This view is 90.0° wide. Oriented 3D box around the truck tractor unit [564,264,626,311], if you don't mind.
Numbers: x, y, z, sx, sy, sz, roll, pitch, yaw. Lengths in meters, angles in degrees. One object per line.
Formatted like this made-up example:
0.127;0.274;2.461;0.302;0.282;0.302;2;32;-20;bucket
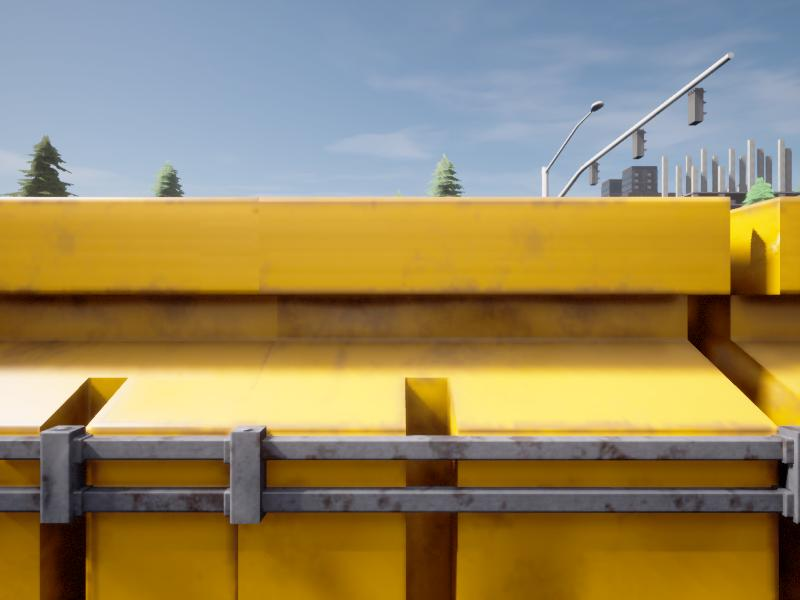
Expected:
18.799;-1.119;39.151;3.053;4.208;6.516;0;0;2;truck tractor unit

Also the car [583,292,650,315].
14.937;0.233;27.992;2.128;1.511;4.902;0;0;2;car

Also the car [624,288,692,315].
18.474;0.091;28.975;2.097;1.767;4.553;0;0;2;car

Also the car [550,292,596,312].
15.170;0.168;35.364;1.930;1.638;5.238;0;0;2;car

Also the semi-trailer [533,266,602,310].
19.115;-1.221;47.057;2.717;4.402;14.254;0;0;2;semi-trailer

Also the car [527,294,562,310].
15.410;0.230;42.978;2.038;1.542;4.974;0;-1;2;car
